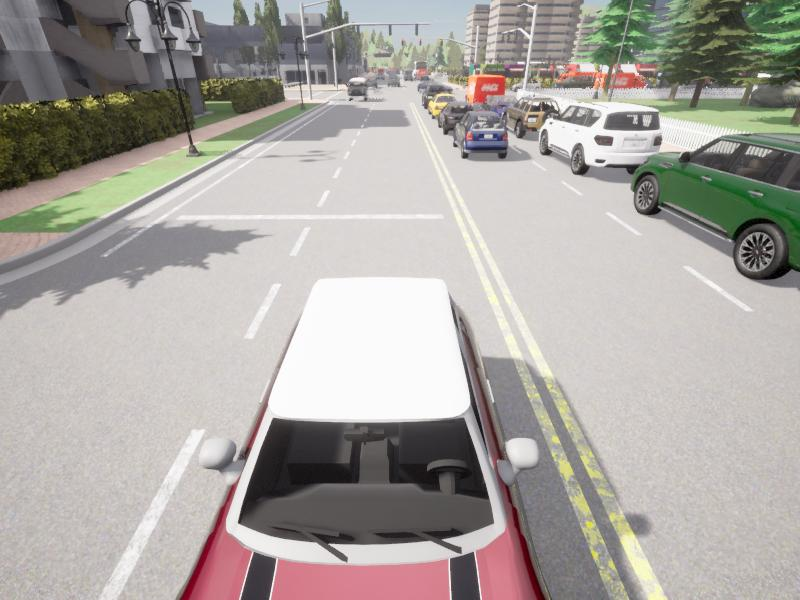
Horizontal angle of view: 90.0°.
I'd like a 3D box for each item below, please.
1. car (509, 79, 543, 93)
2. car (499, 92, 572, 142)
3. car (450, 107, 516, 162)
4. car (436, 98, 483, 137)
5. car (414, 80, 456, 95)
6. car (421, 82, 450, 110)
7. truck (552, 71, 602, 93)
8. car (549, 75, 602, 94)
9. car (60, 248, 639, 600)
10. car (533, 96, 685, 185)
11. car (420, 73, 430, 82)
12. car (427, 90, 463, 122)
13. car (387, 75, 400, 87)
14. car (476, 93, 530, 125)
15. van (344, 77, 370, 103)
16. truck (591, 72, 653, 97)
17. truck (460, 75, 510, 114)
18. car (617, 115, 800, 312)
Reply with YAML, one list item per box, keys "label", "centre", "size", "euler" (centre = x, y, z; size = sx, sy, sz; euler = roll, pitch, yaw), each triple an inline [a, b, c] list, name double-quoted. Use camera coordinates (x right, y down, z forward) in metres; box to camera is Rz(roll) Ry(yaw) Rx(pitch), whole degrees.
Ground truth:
- label: "car"
  centre: [17.065, -29.143, 54.349]
  size: [3.988, 1.617, 1.851]
  euler: [0, 30, 0]
- label: "car"
  centre: [6.581, -9.310, 20.106]
  size: [1.932, 1.855, 4.605]
  euler: [0, 30, -1]
- label: "car"
  centre: [3.140, -6.677, 15.917]
  size: [1.789, 1.549, 3.705]
  euler: [0, 30, -1]
- label: "car"
  centre: [3.063, -9.828, 21.393]
  size: [1.816, 1.474, 4.193]
  euler: [0, 30, -1]
- label: "car"
  centre: [4.430, -26.862, 50.567]
  size: [4.792, 1.488, 2.163]
  euler: [20, 36, 30]
- label: "car"
  centre: [2.901, -17.075, 33.406]
  size: [1.932, 1.855, 4.605]
  euler: [0, 30, -1]
- label: "truck"
  centre: [23.854, -29.600, 54.288]
  size: [5.204, 2.467, 2.627]
  euler: [-1, 30, -2]
- label: "car"
  centre: [22.416, -27.628, 51.320]
  size: [5.566, 2.045, 2.150]
  euler: [-1, 30, -2]
- label: "car"
  centre: [-0.172, 1.065, 2.755]
  size: [1.970, 1.475, 3.806]
  euler: [0, 30, 0]
- label: "car"
  centre: [6.665, -5.726, 13.802]
  size: [2.150, 2.045, 5.566]
  euler: [0, 30, -1]
- label: "car"
  centre: [5.610, -51.022, 91.788]
  size: [1.930, 1.638, 5.238]
  euler: [0, 30, -1]
- label: "car"
  centre: [2.982, -13.395, 27.397]
  size: [1.801, 1.575, 5.366]
  euler: [0, 30, -1]
- label: "car"
  centre: [-1.077, -37.603, 68.655]
  size: [2.097, 1.767, 4.553]
  euler: [0, 30, -1]
- label: "car"
  centre: [6.504, -12.430, 25.845]
  size: [2.163, 1.488, 4.792]
  euler: [0, 30, -1]
- label: "van"
  centre: [-4.192, -20.911, 39.801]
  size: [2.069, 2.038, 4.480]
  euler: [-1, 31, -1]
- label: "truck"
  centre: [25.384, -24.763, 45.990]
  size: [5.204, 2.467, 2.627]
  euler: [-1, 30, -2]
- label: "truck"
  centre: [6.429, -16.073, 31.103]
  size: [2.627, 2.467, 5.204]
  euler: [0, 30, -1]
- label: "car"
  centre: [6.756, -2.045, 7.495]
  size: [2.150, 2.045, 5.566]
  euler: [0, 30, -1]
